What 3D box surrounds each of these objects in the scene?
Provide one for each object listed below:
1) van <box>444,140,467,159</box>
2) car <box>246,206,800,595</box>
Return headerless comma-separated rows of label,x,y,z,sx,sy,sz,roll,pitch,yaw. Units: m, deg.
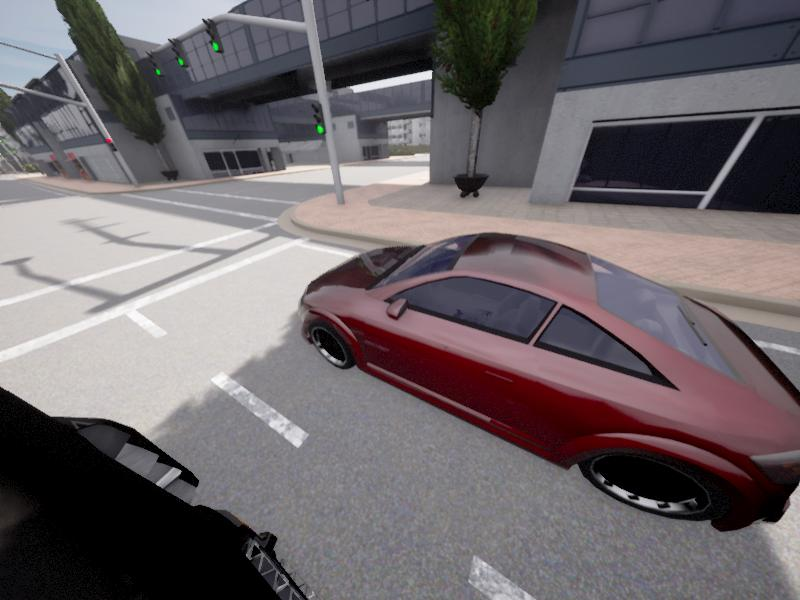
van,10.158,-27.285,41.808,1.988,2.561,5.915,16,38,26
car,0.772,0.058,2.528,4.181,1.385,1.994,16,38,26
